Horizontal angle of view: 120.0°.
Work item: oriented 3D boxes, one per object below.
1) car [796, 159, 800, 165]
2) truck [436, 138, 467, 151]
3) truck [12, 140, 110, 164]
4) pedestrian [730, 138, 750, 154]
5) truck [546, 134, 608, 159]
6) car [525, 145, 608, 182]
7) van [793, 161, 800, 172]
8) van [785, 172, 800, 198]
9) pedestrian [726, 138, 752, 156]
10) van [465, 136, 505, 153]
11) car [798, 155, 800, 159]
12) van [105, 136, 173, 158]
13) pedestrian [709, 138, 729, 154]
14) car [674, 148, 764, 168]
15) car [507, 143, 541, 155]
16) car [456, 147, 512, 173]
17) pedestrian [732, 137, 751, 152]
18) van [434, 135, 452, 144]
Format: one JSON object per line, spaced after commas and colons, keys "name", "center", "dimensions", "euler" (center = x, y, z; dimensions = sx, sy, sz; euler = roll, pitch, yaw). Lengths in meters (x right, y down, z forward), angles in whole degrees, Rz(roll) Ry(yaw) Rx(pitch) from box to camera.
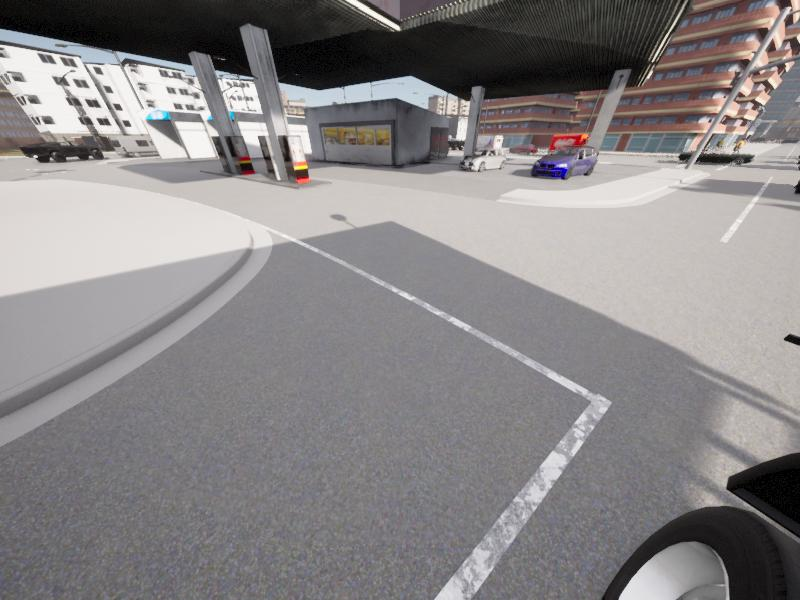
{"name": "car", "center": [38.796, -13.437, 21.097], "dimensions": [4.605, 1.855, 1.932], "euler": [-22, 40, -28]}
{"name": "truck", "center": [10.486, -32.112, 47.610], "dimensions": [2.390, 2.098, 6.274], "euler": [-23, 41, -29]}
{"name": "truck", "center": [-39.701, -17.691, 27.484], "dimensions": [2.390, 2.098, 6.274], "euler": [0, 35, 0]}
{"name": "pedestrian", "center": [47.969, -21.816, 32.632], "dimensions": [0.751, 1.860, 0.751], "euler": [-30, 45, -35]}
{"name": "truck", "center": [22.252, -19.551, 29.373], "dimensions": [2.627, 2.467, 5.204], "euler": [-23, 41, -29]}
{"name": "car", "center": [10.492, -8.745, 14.603], "dimensions": [4.611, 1.667, 2.242], "euler": [-22, 41, -28]}
{"name": "van", "center": [32.409, -10.899, 17.398], "dimensions": [4.480, 2.038, 2.069], "euler": [-22, 40, -28]}
{"name": "van", "center": [19.732, -5.743, 10.161], "dimensions": [4.480, 2.038, 2.069], "euler": [-22, 41, -28]}
{"name": "pedestrian", "center": [41.406, -18.701, 28.255], "dimensions": [0.751, 1.860, 0.751], "euler": [5, 36, 7]}
{"name": "van", "center": [15.332, -28.426, 42.057], "dimensions": [2.351, 2.431, 6.366], "euler": [-23, 41, -29]}
{"name": "car", "center": [48.619, -17.446, 26.716], "dimensions": [4.605, 1.855, 1.932], "euler": [-22, 41, -28]}
{"name": "van", "center": [-38.073, -22.613, 34.077], "dimensions": [1.988, 2.561, 5.915], "euler": [9, 36, 13]}
{"name": "pedestrian", "center": [44.196, -21.369, 31.997], "dimensions": [0.751, 1.860, 0.751], "euler": [-24, 42, -30]}
{"name": "car", "center": [29.468, -13.367, 21.563], "dimensions": [1.895, 1.301, 4.718], "euler": [-23, 41, -28]}
{"name": "car", "center": [19.898, -24.386, 37.209], "dimensions": [1.994, 1.385, 4.181], "euler": [-22, 41, -28]}
{"name": "car", "center": [6.567, -11.056, 18.190], "dimensions": [3.806, 1.475, 1.970], "euler": [-22, 41, -28]}
{"name": "pedestrian", "center": [52.303, -23.768, 35.374], "dimensions": [0.751, 1.860, 0.751], "euler": [29, 45, 35]}
{"name": "van", "center": [15.302, -57.037, 82.148], "dimensions": [6.366, 2.431, 2.351], "euler": [-23, 41, -27]}
